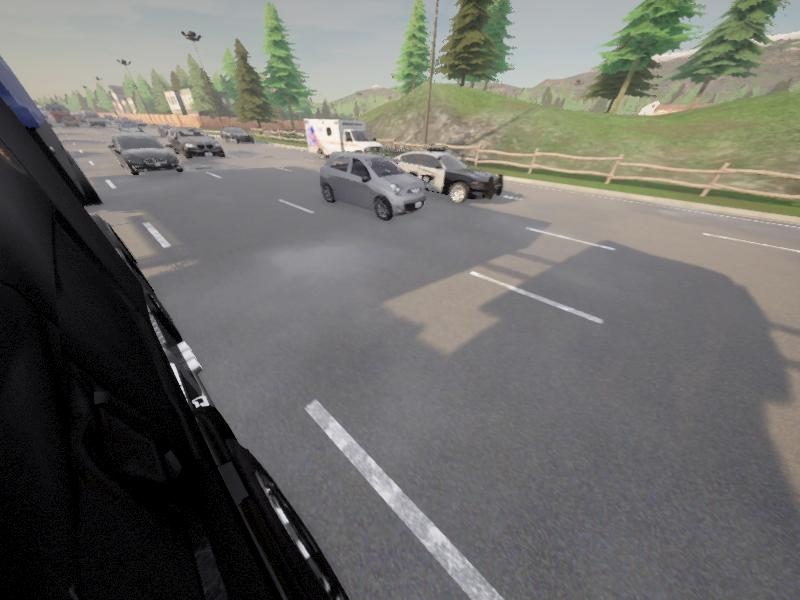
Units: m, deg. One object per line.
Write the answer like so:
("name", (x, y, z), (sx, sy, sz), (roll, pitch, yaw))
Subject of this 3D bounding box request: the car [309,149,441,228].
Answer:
("car", (-0.854, -3.703, 7.280), (3.633, 1.501, 1.845), (28, 44, 30))

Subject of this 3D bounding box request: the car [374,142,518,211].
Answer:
("car", (1.532, -5.215, 9.355), (5.238, 1.638, 1.930), (28, 44, 30))

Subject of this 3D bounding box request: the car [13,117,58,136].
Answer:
("car", (-41.358, -19.732, 26.271), (4.792, 1.488, 2.163), (28, 44, 30))

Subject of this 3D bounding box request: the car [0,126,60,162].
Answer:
("car", (-21.917, -8.891, 13.058), (4.181, 1.385, 1.994), (21, 40, 23))

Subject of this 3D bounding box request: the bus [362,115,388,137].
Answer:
("bus", (-6.328, -45.741, 60.908), (3.944, 4.253, 10.273), (9, 37, 9))

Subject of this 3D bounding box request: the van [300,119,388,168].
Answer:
("van", (-3.980, -11.198, 16.363), (6.366, 2.431, 2.351), (28, 44, 30))

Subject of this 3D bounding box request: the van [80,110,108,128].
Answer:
("van", (-60.882, -36.000, 45.949), (5.915, 2.561, 1.988), (28, 44, 30))

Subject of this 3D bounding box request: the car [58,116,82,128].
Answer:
("car", (-59.991, -32.381, 42.008), (3.633, 1.501, 1.845), (28, 44, 30))

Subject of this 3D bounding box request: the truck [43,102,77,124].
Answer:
("truck", (-80.925, -44.442, 54.928), (8.468, 3.827, 2.891), (28, 44, 30))

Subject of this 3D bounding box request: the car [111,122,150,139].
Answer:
("car", (-32.564, -20.492, 27.901), (5.357, 1.411, 2.033), (28, 44, 30))

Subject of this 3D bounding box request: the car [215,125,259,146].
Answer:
("car", (-18.240, -18.451, 25.846), (5.238, 1.638, 1.930), (28, 44, 30))

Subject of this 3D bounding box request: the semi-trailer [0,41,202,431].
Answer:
("semi-trailer", (-8.710, -3.590, 4.229), (14.254, 4.402, 2.717), (28, 44, 30))

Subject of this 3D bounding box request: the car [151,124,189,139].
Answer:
("car", (-29.373, -21.530, 29.487), (5.357, 1.411, 2.033), (28, 44, 30))

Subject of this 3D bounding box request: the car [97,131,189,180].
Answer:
("car", (-12.428, -7.106, 11.147), (4.892, 1.490, 1.837), (28, 44, 30))

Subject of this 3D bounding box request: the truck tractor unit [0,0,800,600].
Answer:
("truck tractor unit", (-2.645, -0.295, 0.352), (6.516, 4.208, 3.053), (28, 44, 30))

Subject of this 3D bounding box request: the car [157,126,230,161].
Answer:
("car", (-14.202, -10.852, 15.906), (4.611, 1.667, 2.242), (28, 44, 30))

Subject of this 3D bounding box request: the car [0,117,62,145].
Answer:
("car", (-30.581, -14.067, 19.238), (5.027, 1.651, 2.152), (28, 44, 30))
